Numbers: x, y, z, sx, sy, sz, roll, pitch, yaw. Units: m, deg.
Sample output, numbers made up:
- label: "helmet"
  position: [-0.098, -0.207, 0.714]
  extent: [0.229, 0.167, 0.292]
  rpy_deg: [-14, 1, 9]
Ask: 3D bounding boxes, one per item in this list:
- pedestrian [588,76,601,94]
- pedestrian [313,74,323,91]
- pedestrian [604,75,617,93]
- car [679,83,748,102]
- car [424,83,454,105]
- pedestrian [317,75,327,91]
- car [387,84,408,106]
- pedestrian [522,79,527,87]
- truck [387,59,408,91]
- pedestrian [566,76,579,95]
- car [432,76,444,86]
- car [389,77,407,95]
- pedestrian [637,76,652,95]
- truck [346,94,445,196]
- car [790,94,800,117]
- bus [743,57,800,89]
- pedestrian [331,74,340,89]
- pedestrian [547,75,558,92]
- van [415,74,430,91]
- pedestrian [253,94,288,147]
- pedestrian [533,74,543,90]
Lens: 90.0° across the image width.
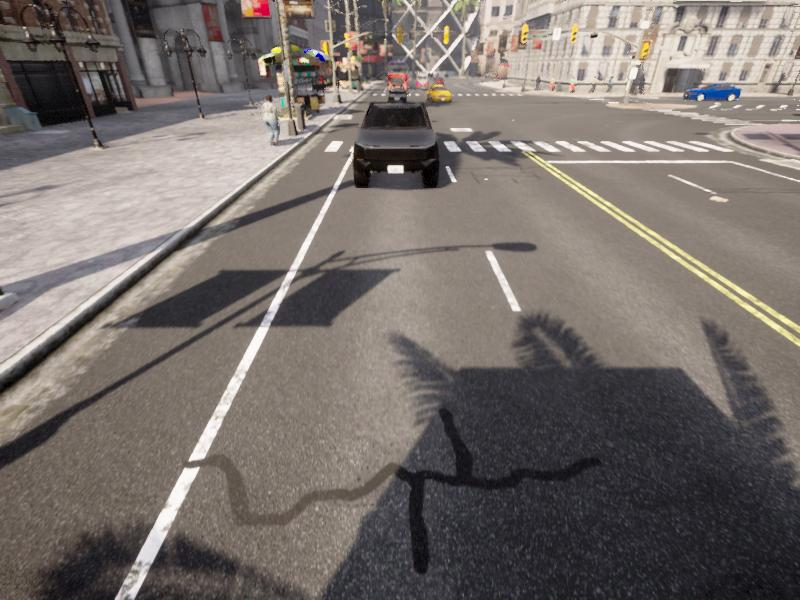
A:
- label: "pedestrian"
  position: [22.971, -25.499, 47.364]
  extent: [0.751, 1.860, 0.751]
  rpy_deg: [0, 30, 0]
- label: "pedestrian"
  position: [-10.699, -28.406, 52.284]
  extent: [0.751, 1.860, 0.751]
  rpy_deg: [-26, 39, -37]
- label: "pedestrian"
  position: [25.417, -26.046, 48.301]
  extent: [0.751, 1.860, 0.751]
  rpy_deg: [0, 30, 0]
- label: "car"
  position: [31.116, -20.693, 39.838]
  extent: [5.008, 1.535, 1.882]
  rpy_deg: [0, 30, -1]
- label: "car"
  position: [3.593, -19.658, 37.993]
  extent: [1.801, 1.575, 5.366]
  rpy_deg: [-3, 30, -5]
- label: "pedestrian"
  position: [-10.090, -28.107, 51.774]
  extent: [0.751, 1.860, 0.751]
  rpy_deg: [26, 39, 37]
- label: "car"
  position: [-0.225, -18.494, 36.023]
  extent: [1.789, 1.549, 3.705]
  rpy_deg: [0, 30, 0]
- label: "pedestrian"
  position: [19.746, -34.446, 63.388]
  extent: [0.500, 1.100, 0.500]
  rpy_deg: [0, 30, -1]
- label: "truck"
  position: [-0.324, -33.160, 58.819]
  extent: [2.891, 3.827, 8.468]
  rpy_deg: [0, 30, 0]
- label: "pedestrian"
  position: [19.811, -24.646, 45.904]
  extent: [0.751, 1.860, 0.751]
  rpy_deg: [-9, 32, -16]
- label: "car"
  position: [6.843, -39.239, 71.637]
  extent: [1.994, 1.385, 4.181]
  rpy_deg: [2, 30, 3]
- label: "car"
  position: [-0.286, -26.152, 48.862]
  extent: [2.097, 1.767, 4.553]
  rpy_deg: [0, 30, 0]
- label: "pedestrian"
  position: [27.707, -24.330, 45.375]
  extent: [0.751, 1.860, 0.751]
  rpy_deg: [-6, 31, -10]
- label: "truck"
  position: [-0.101, -5.271, 12.911]
  extent: [2.390, 2.098, 6.274]
  rpy_deg: [0, 30, 0]
- label: "car"
  position: [30.259, -13.318, 26.741]
  extent: [5.566, 2.045, 2.150]
  rpy_deg: [-1, 30, -1]
- label: "bus"
  position: [64.443, -38.344, 67.317]
  extent: [3.944, 4.253, 10.273]
  rpy_deg: [0, 31, 0]
- label: "pedestrian"
  position: [-9.331, -31.622, 57.775]
  extent: [0.751, 1.860, 0.751]
  rpy_deg: [14, 33, 22]
- label: "pedestrian"
  position: [19.040, -27.047, 50.001]
  extent: [0.751, 1.860, 0.751]
  rpy_deg: [0, 30, 0]
- label: "van"
  position: [3.201, -31.278, 57.429]
  extent: [1.775, 1.987, 4.442]
  rpy_deg: [0, 30, 0]
- label: "pedestrian"
  position: [-5.176, -7.216, 16.112]
  extent: [0.751, 1.860, 0.751]
  rpy_deg: [12, 32, 19]
- label: "pedestrian"
  position: [18.791, -29.638, 54.425]
  extent: [0.751, 1.860, 0.751]
  rpy_deg: [-2, 30, -3]
